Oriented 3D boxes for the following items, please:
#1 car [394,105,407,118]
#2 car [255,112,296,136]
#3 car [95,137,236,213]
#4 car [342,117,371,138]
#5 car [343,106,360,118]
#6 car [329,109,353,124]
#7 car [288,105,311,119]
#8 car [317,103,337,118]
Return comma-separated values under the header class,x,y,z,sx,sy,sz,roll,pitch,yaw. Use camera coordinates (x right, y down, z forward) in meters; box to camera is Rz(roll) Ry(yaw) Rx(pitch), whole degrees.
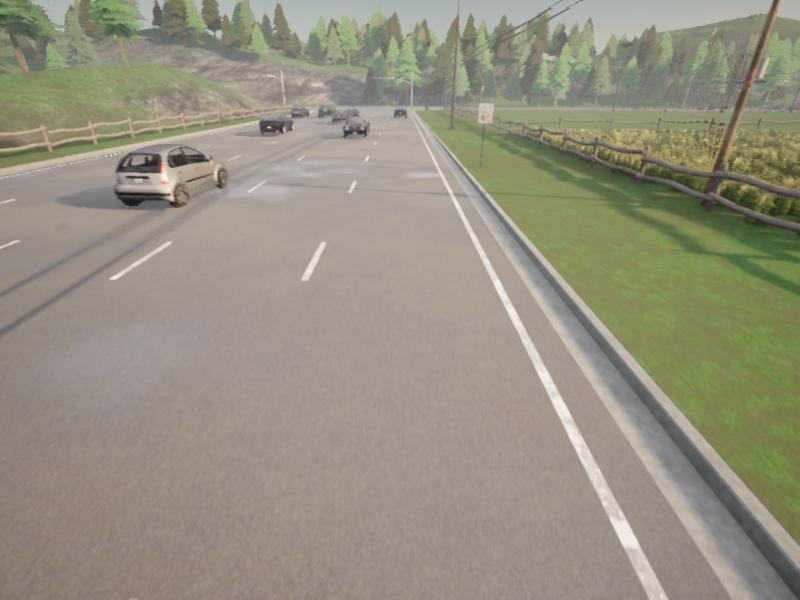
class,x,y,z,sx,sy,sz,roll,pitch,yaw
car,0.071,-27.805,58.894,1.930,1.638,5.238,0,27,0
car,-10.458,-15.041,34.075,1.882,1.535,5.008,0,27,0
car,-7.186,-4.161,12.881,1.851,1.617,3.988,2,27,3
car,-3.462,-14.123,32.630,1.895,1.301,4.718,0,27,0
car,-6.932,-27.145,57.833,1.994,1.385,4.181,0,27,0
car,-6.942,-21.967,47.736,2.033,1.411,5.357,0,27,0
car,-13.932,-26.203,55.751,2.007,1.525,4.514,0,27,0
car,-10.430,-27.212,57.456,2.097,1.767,4.553,0,27,0
